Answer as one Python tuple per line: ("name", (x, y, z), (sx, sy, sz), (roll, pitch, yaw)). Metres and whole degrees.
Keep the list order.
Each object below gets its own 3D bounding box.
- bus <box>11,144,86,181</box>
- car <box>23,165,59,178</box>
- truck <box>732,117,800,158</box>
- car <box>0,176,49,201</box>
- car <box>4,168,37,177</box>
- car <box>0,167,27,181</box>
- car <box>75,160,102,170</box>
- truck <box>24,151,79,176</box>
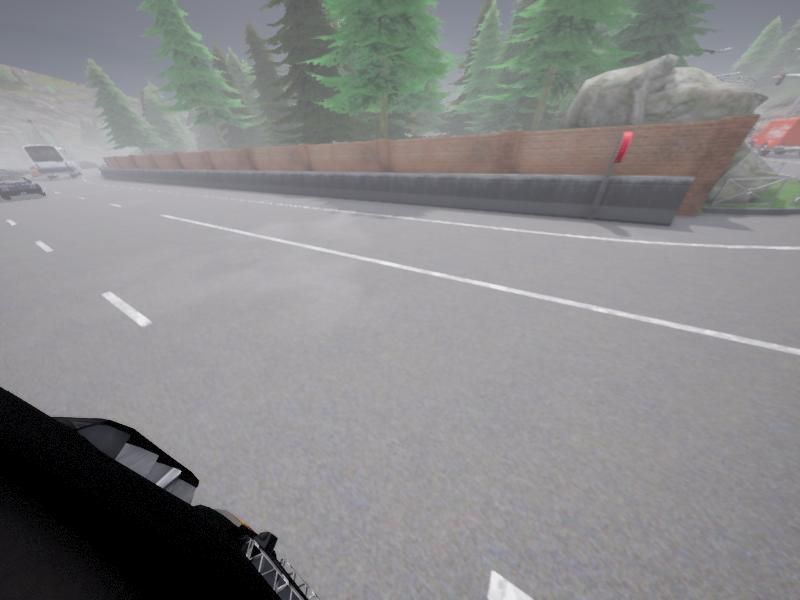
("bus", (-53.987, -21.521, 36.075), (10.273, 4.253, 3.944), (26, 44, 36))
("car", (-62.683, -22.564, 40.478), (2.097, 1.767, 4.553), (-29, 42, -33))
("truck", (30.523, -12.896, 18.327), (2.627, 2.467, 5.204), (17, 38, 26))
("car", (-29.702, -8.705, 17.872), (4.718, 1.301, 1.895), (17, 38, 26))
("car", (-78.929, -26.638, 48.159), (1.895, 1.301, 4.718), (-24, 39, -28))
("car", (-64.610, -20.744, 38.032), (2.033, 1.649, 4.856), (-29, 42, -33))
("car", (-87.919, -38.178, 65.349), (2.150, 2.045, 5.566), (-18, 37, -21))
("truck", (-69.056, -27.255, 46.094), (2.891, 3.827, 8.468), (-26, 40, -31))
